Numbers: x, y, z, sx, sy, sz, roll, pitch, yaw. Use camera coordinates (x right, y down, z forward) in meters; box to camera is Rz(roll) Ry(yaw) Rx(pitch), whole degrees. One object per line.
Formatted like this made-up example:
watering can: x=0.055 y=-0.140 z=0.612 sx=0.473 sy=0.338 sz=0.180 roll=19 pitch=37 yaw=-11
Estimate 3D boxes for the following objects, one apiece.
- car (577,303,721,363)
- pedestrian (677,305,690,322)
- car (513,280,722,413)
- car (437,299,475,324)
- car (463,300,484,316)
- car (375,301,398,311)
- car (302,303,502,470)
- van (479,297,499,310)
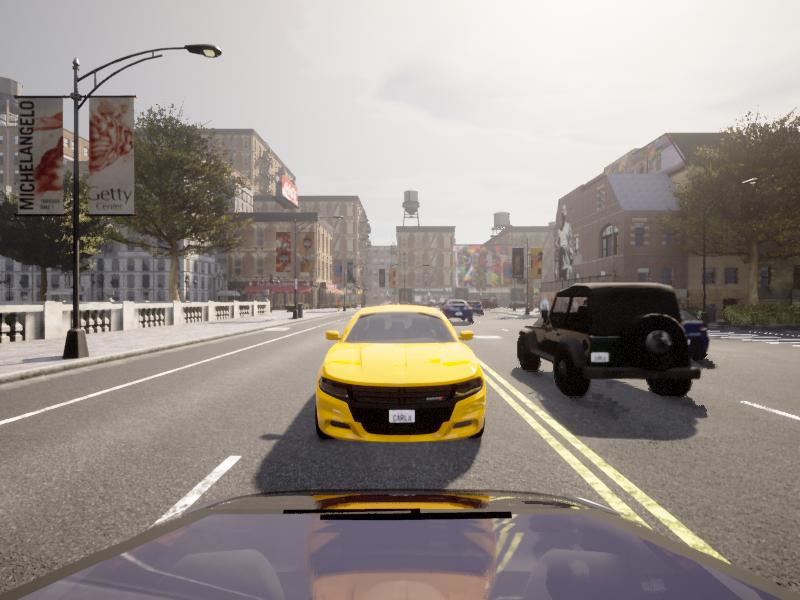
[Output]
car: x=7.197 y=0.854 z=12.166 sx=1.816 sy=1.474 sz=4.193 roll=0 pitch=0 yaw=1
pedestrian: x=18.480 y=0.865 z=26.068 sx=0.500 sy=1.100 sz=0.500 roll=0 pitch=0 yaw=-25
car: x=3.633 y=0.648 z=7.615 sx=1.905 sy=1.878 sz=3.866 roll=0 pitch=0 yaw=1
car: x=3.939 y=0.781 z=29.024 sx=2.152 sy=1.651 sz=5.027 roll=0 pitch=0 yaw=1
car: x=7.856 y=0.788 z=43.082 sx=1.851 sy=1.617 sz=3.988 roll=0 pitch=0 yaw=4
car: x=-1.999 y=0.864 z=61.206 sx=2.002 sy=1.452 sz=4.674 roll=0 pitch=0 yaw=20
car: x=-0.014 y=0.823 z=6.265 sx=1.882 sy=1.535 sz=5.008 roll=0 pitch=0 yaw=-1
van: x=13.943 y=0.596 z=62.503 sx=1.775 sy=1.987 sz=4.442 roll=0 pitch=0 yaw=29
